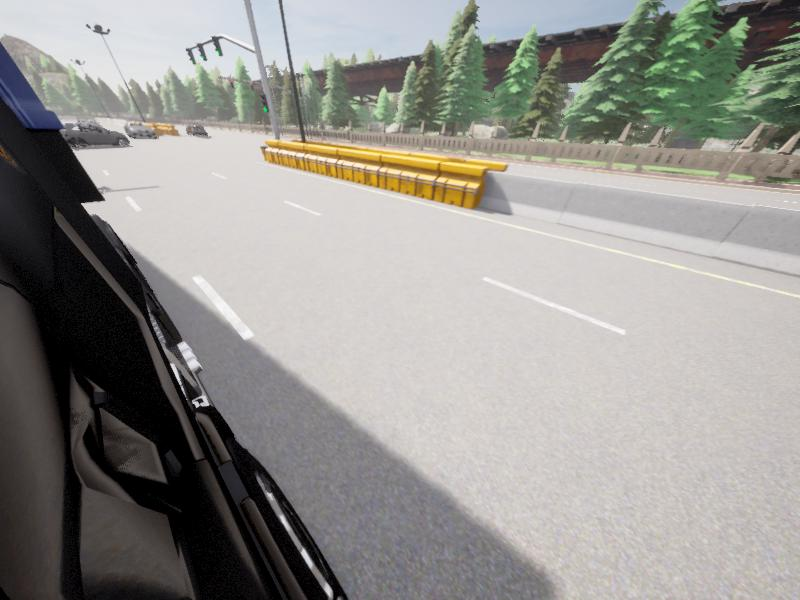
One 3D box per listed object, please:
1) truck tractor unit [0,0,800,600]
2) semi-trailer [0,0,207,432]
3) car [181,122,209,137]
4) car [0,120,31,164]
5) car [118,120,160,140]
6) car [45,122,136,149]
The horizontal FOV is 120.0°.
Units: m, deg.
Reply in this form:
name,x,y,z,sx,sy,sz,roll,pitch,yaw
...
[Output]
name,x,y,z,sx,sy,sz,roll,pitch,yaw
truck tractor unit,-2.645,-0.295,0.351,6.516,4.208,3.053,28,44,30
semi-trailer,-9.083,-3.308,3.814,14.254,4.402,2.717,23,41,25
car,-30.465,-25.328,34.360,3.988,1.617,1.851,29,44,30
car,-21.812,-7.382,10.593,4.605,1.855,1.932,-8,35,-15
car,-30.645,-19.950,27.113,5.027,1.651,2.152,29,44,30
car,-24.148,-12.983,18.256,1.845,1.501,3.633,16,39,17
